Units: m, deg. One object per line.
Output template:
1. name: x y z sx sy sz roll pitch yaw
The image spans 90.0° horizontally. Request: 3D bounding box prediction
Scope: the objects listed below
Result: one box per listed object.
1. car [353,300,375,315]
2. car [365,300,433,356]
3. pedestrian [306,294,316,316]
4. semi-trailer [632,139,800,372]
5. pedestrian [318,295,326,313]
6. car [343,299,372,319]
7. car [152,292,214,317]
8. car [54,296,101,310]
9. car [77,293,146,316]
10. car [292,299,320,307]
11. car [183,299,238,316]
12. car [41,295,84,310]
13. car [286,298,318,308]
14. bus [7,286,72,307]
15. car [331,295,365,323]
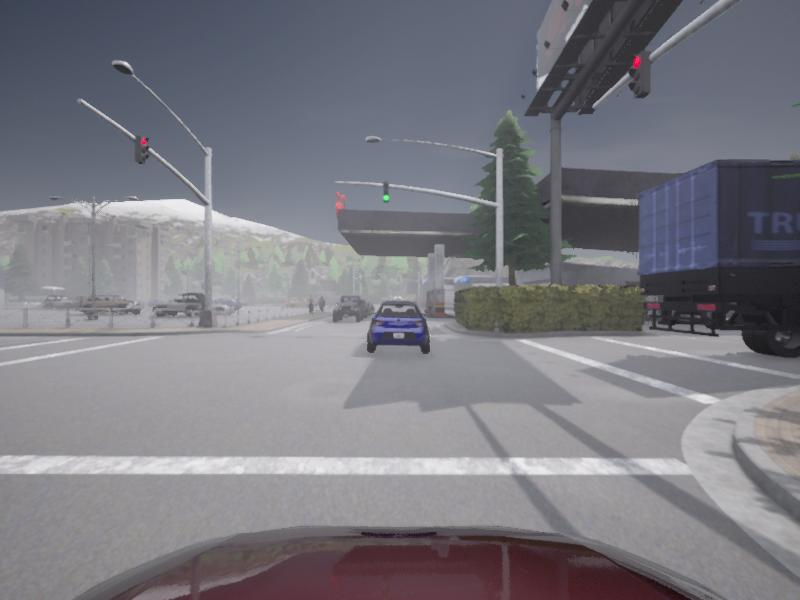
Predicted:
1. car: -3.716 0.776 41.493 1.970 1.475 3.806 0 0 0
2. car: -0.045 0.766 12.915 1.816 1.474 4.193 1 0 0
3. pedestrian: -7.834 0.419 35.183 0.751 1.860 0.751 0 0 -1
4. semi-trailer: 13.119 -0.826 8.996 14.254 4.402 2.717 0 0 0
5. pedestrian: -7.935 0.408 40.709 0.751 1.860 0.751 0 0 -1
6. car: -3.682 0.712 35.169 2.033 1.649 4.856 0 0 0
7. car: -16.938 0.361 31.363 3.866 1.878 1.905 0 0 -1
8. car: -42.845 0.340 53.204 4.605 1.855 1.932 0 0 -1
9. car: -24.842 0.376 34.563 4.605 1.855 1.932 0 0 -1
10. car: -16.881 0.548 72.086 4.514 1.523 2.007 0 0 -1
11. car: -16.364 0.639 34.695 3.806 1.475 1.970 0 0 -1
12. car: -42.401 0.325 50.303 3.866 1.878 1.905 0 0 -1
13. car: -16.794 0.545 68.949 5.027 1.636 2.152 0 0 -1
14. bus: -76.551 -0.700 85.162 10.273 4.253 3.944 0 0 -1
15. car: -3.650 0.593 28.717 1.905 1.878 3.866 0 0 0
